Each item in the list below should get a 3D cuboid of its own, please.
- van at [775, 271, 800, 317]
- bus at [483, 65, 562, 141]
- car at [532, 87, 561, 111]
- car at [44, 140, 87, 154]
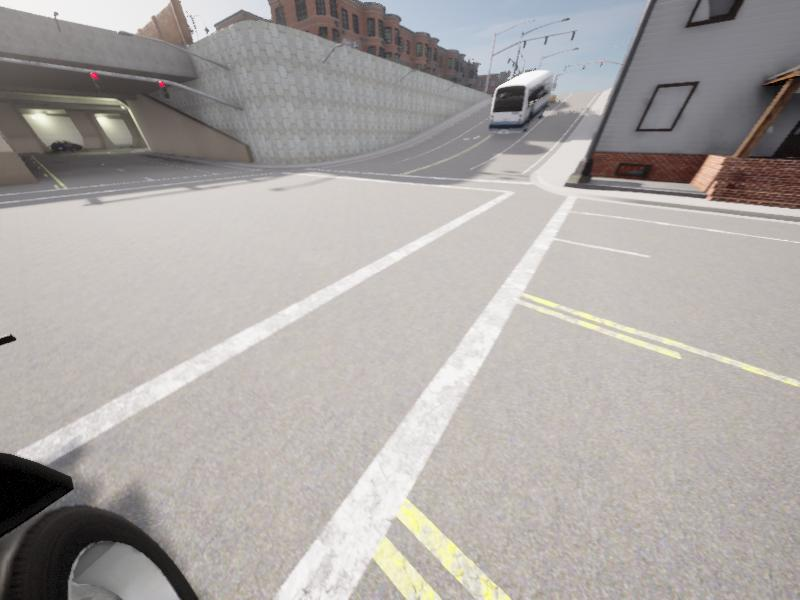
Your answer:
[{"bbox_3d":[8.426,0.545,1.030,6.366,2.431,2.351,24,42,30],"label":"van"},{"bbox_3d":[13.149,-21.239,24.845,3.944,4.253,10.273,24,56,29],"label":"bus"},{"bbox_3d":[19.705,-27.056,31.055,1.801,1.575,5.366,24,55,29],"label":"car"},{"bbox_3d":[-53.081,-24.460,36.842,2.152,1.651,5.027,-20,40,-26],"label":"car"}]
